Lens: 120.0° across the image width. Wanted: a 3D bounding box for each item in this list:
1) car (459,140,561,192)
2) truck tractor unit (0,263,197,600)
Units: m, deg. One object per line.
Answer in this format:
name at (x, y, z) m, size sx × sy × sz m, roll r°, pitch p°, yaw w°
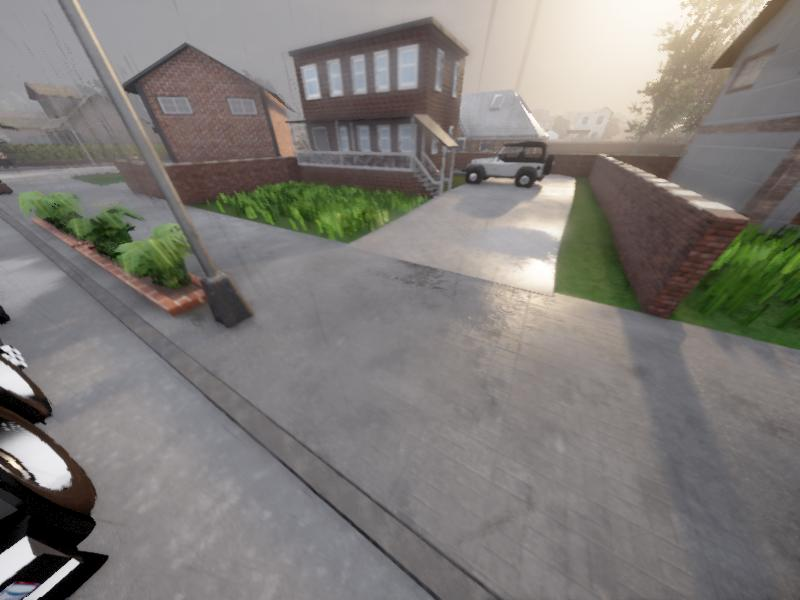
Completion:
car at (5.132, -6.520, 11.098) m, size 3.866 × 1.878 × 1.905 m, roll 18°, pitch 39°, yaw 24°
truck tractor unit at (-5.113, -0.299, 0.780) m, size 6.516 × 4.208 × 3.053 m, roll 18°, pitch 39°, yaw 24°
